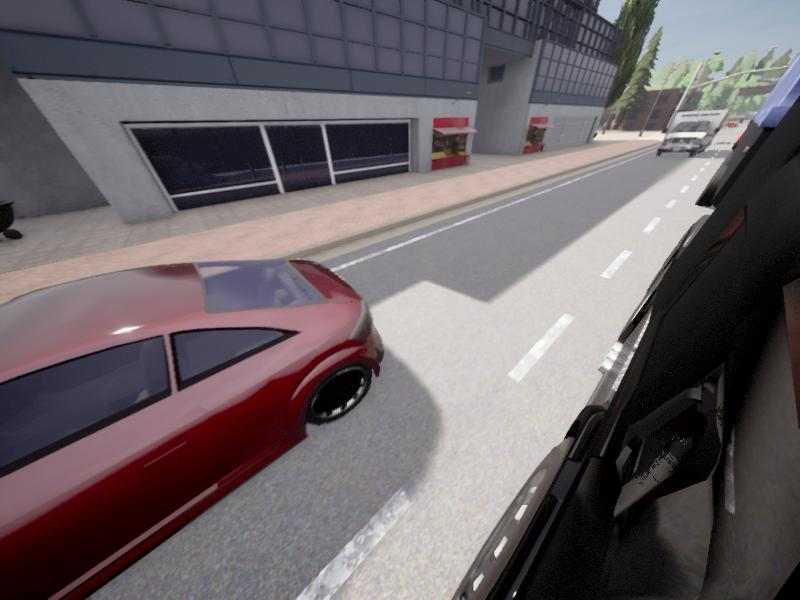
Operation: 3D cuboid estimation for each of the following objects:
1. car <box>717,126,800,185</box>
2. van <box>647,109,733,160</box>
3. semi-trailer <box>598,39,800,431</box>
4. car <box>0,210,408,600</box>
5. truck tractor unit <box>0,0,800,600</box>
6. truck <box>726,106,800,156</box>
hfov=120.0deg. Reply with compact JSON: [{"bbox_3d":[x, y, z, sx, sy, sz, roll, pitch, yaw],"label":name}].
[{"bbox_3d":[15.849,-6.218,9.726,4.611,1.667,2.242,-28,43,-30],"label":"car"},{"bbox_3d":[20.170,-11.523,16.016,6.366,2.431,2.351,-28,43,-30],"label":"van"},{"bbox_3d":[8.697,-3.584,4.260,14.254,4.402,2.717,-28,43,-30],"label":"semi-trailer"},{"bbox_3d":[-2.182,0.690,1.667,4.181,1.385,1.994,-28,43,-30],"label":"car"},{"bbox_3d":[2.645,-0.295,0.351,6.516,4.208,3.053,-28,44,-30],"label":"truck tractor unit"},{"bbox_3d":[25.385,-11.563,15.745,5.204,2.467,2.627,-28,43,-30],"label":"truck"}]
